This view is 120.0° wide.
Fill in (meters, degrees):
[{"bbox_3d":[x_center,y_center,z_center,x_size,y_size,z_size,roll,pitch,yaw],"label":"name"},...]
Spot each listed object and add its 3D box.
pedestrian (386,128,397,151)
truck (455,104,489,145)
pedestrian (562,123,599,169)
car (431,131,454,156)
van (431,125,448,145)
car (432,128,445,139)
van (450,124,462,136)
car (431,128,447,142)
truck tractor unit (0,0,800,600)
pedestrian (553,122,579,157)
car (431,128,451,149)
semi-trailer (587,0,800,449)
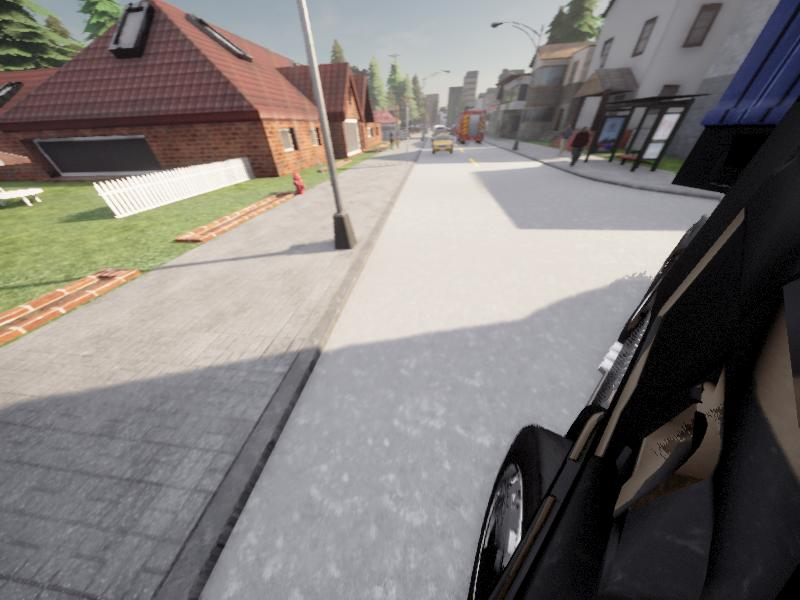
[{"bbox_3d":[-0.861,-16.082,23.205,0.751,1.860,0.751,9,38,15],"label":"pedestrian"},{"bbox_3d":[9.443,-23.672,31.307,2.891,3.827,8.468,3,37,7],"label":"truck"},{"bbox_3d":[9.002,-7.742,11.628,0.751,1.860,0.751,13,40,19],"label":"pedestrian"},{"bbox_3d":[3.988,-14.785,21.681,1.801,1.575,5.366,3,37,8],"label":"car"},{"bbox_3d":[5.480,-22.997,32.100,2.069,2.038,4.480,3,37,7],"label":"van"},{"bbox_3d":[7.196,-31.446,43.671,2.163,1.488,4.792,3,37,7],"label":"car"},{"bbox_3d":[12.402,-37.789,51.339,2.069,2.038,4.480,3,37,7],"label":"van"},{"bbox_3d":[6.301,-26.998,37.666,2.242,1.667,4.611,3,37,7],"label":"car"},{"bbox_3d":[2.645,-0.295,0.351,6.516,4.208,3.053,-28,44,-30],"label":"truck tractor unit"},{"bbox_3d":[11.074,-10.753,15.510,0.751,1.860,0.751,12,39,18],"label":"pedestrian"},{"bbox_3d":[4.744,-19.073,27.144,2.097,1.767,4.553,3,37,7],"label":"car"},{"bbox_3d":[10.024,-1.898,1.928,14.254,4.402,2.717,-7,37,-6],"label":"semi-trailer"}]
